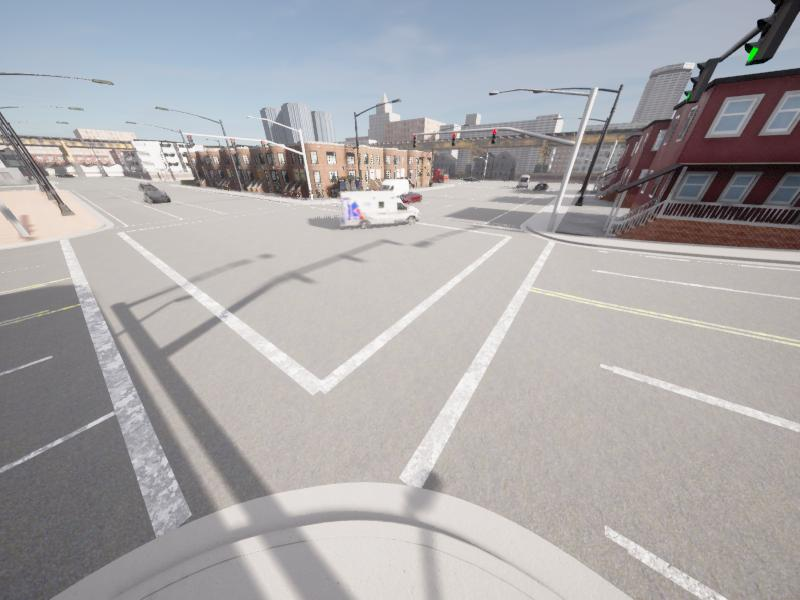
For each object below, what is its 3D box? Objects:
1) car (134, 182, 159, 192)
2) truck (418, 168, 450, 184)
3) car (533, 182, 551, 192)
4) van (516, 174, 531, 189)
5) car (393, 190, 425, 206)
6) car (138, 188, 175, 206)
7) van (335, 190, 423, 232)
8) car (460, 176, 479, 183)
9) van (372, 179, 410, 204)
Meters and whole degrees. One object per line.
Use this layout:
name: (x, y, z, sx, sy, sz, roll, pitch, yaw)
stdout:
car: (-49.843, -22.245, 45.316, 4.902, 1.511, 2.128, 20, 36, 31)
truck: (9.725, -36.000, 66.829, 8.468, 3.827, 2.891, 20, 36, 31)
car: (28.143, -22.503, 45.832, 1.812, 1.442, 4.674, 23, 37, 34)
van: (28.016, -27.031, 52.581, 1.988, 2.561, 5.915, 12, 32, 18)
car: (1.212, -13.283, 29.938, 1.994, 1.385, 4.181, 20, 36, 31)
car: (-31.625, -13.457, 29.967, 5.238, 1.638, 1.930, 20, 36, 31)
van: (-1.655, -7.122, 18.240, 6.366, 2.431, 2.351, -9, 34, -15)
car: (21.422, -37.209, 71.237, 4.902, 1.511, 2.128, 20, 36, 31)
van: (-1.095, -15.179, 32.052, 1.988, 2.561, 5.915, 20, 36, 31)
